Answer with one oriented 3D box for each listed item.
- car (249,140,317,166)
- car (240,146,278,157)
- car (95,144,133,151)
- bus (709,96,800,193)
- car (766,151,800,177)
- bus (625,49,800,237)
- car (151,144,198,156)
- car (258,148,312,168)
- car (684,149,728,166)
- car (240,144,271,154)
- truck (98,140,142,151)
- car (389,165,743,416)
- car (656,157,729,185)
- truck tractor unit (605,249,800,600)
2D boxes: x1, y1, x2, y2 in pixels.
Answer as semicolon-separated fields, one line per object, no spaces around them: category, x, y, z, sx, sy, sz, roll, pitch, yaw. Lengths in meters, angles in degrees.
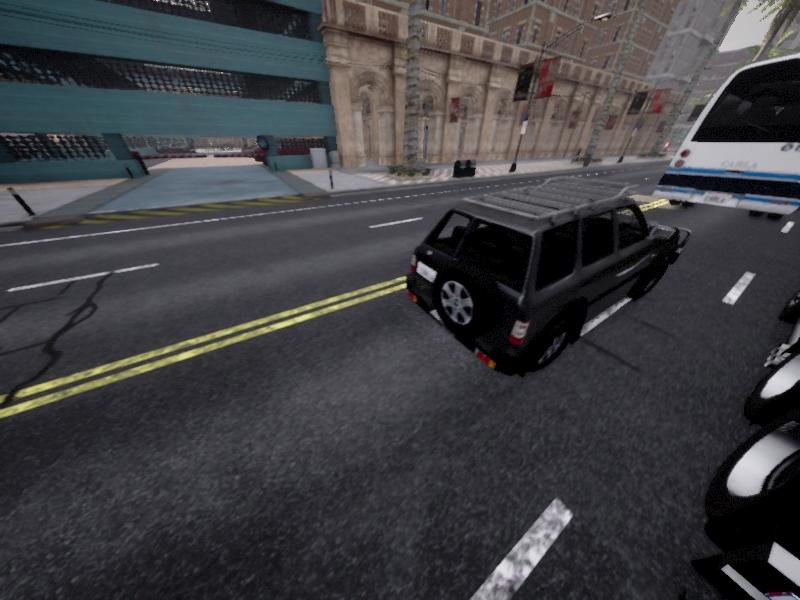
car;-11.782;-14.978;23.474;5.566;2.045;2.435;-19;39;-26
car;-22.138;-23.385;36.326;4.718;1.301;1.895;-19;39;-26
car;-67.296;-36.062;54.503;5.357;1.411;2.033;-19;39;-25
bus;25.466;-9.788;14.630;10.273;4.253;3.944;-19;39;-26
car;34.030;-11.591;19.608;5.027;1.651;2.152;-19;39;-26
bus;14.697;-6.064;9.172;10.273;4.253;3.944;-19;39;-26
car;-35.575;-23.820;36.705;4.902;1.511;2.128;-19;39;-26
car;-11.734;-14.673;23.723;4.514;1.523;2.007;-19;39;-26
car;36.638;-17.096;27.670;4.514;1.525;2.007;-19;39;-25
car;-27.831;-29.198;44.605;4.786;1.482;2.161;-19;39;-26
truck;-68.779;-38.163;56.912;6.274;2.098;2.390;-19;39;-25
car;2.353;-0.743;3.486;4.605;1.855;1.932;-20;39;-25
car;20.490;-9.136;16.188;4.181;1.385;1.994;-19;39;-26
truck tractor unit;5.085;-0.324;0.828;6.516;4.208;3.053;-19;39;-25
